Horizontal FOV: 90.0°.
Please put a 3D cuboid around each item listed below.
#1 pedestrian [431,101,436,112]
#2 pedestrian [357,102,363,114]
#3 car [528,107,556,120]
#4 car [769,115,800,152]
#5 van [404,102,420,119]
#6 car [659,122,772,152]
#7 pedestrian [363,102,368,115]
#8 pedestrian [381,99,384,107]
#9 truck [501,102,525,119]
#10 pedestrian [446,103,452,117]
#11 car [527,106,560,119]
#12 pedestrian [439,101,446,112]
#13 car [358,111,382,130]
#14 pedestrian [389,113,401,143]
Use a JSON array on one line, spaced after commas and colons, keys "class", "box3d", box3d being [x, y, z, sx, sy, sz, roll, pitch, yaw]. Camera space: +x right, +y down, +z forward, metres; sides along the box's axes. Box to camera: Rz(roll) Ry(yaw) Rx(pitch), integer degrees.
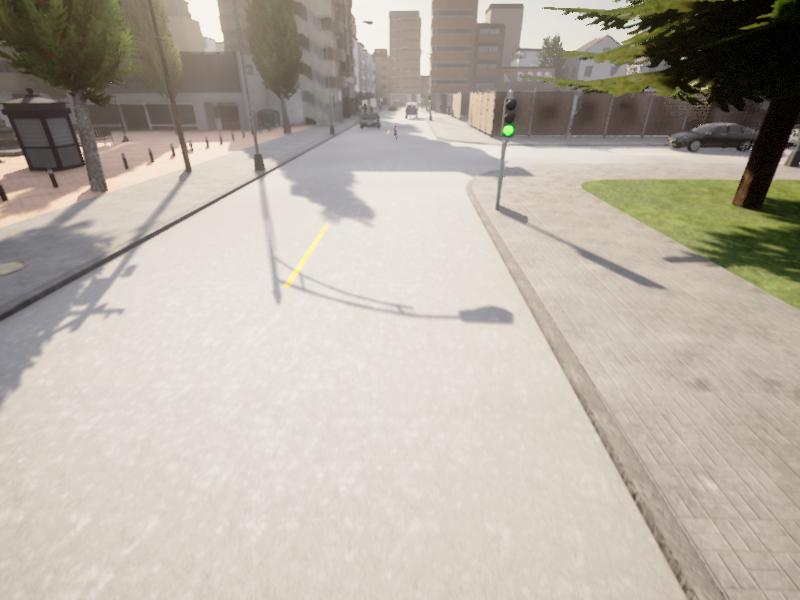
[{"class": "pedestrian", "box3d": [6.226, -36.198, 74.749, 0.751, 1.860, 0.751, -7, 28, -13]}, {"class": "pedestrian", "box3d": [-6.608, -31.710, 66.070, 0.751, 1.860, 0.751, 2, 27, 3]}, {"class": "car", "box3d": [19.378, -25.689, 54.884, 2.033, 1.415, 5.357, 1, 27, 1]}, {"class": "car", "box3d": [25.328, -9.835, 23.632, 4.605, 1.855, 1.932, 1, 27, 1]}, {"class": "van", "box3d": [1.751, -27.476, 57.882, 2.069, 2.038, 4.480, 2, 27, 4]}, {"class": "car", "box3d": [18.727, -9.768, 23.943, 4.892, 1.490, 1.837, 0, 27, 1]}, {"class": "pedestrian", "box3d": [-5.531, -30.604, 63.871, 0.751, 1.860, 0.751, 1, 27, 1]}, {"class": "pedestrian", "box3d": [-4.513, -49.949, 101.577, 0.751, 1.860, 0.751, -1, 27, -2]}, {"class": "truck", "box3d": [15.423, -26.085, 54.986, 2.069, 2.038, 4.478, 1, 27, 1]}, {"class": "pedestrian", "box3d": [7.111, -27.595, 58.015, 0.751, 1.860, 0.751, 2, 27, 5]}, {"class": "car", "box3d": [19.600, -25.678, 54.704, 3.705, 1.547, 1.789, 1, 27, 1]}, {"class": "pedestrian", "box3d": [7.702, -34.970, 72.353, 0.751, 1.860, 0.751, 24, 36, 39]}, {"class": "car", "box3d": [-2.943, -18.278, 40.550, 2.007, 1.525, 4.514, 0, 27, 1]}, {"class": "pedestrian", "box3d": [-0.333, -11.890, 27.685, 0.751, 1.860, 0.751, 0, 27, 0]}]
